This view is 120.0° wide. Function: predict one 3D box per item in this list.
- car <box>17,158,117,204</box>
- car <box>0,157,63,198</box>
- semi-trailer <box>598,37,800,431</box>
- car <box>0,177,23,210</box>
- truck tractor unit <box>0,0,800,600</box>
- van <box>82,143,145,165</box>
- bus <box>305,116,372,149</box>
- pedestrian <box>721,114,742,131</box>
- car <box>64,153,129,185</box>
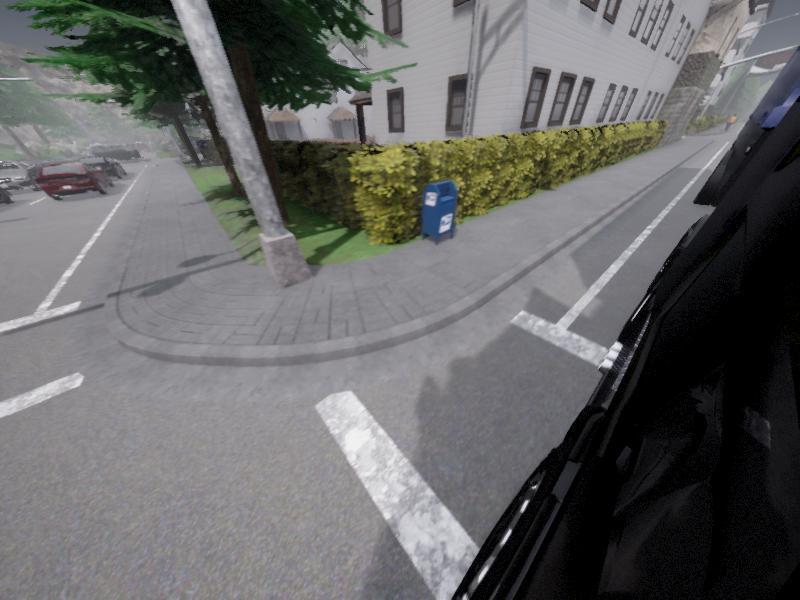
[{"bbox_3d":[-17.836,-6.716,12.746,1.882,1.535,5.008,-28,43,-30],"label":"car"},{"bbox_3d":[-24.050,-7.739,14.420,2.152,1.651,5.027,-28,44,-30],"label":"car"},{"bbox_3d":[8.665,-3.620,4.271,14.254,4.402,2.717,-28,44,-30],"label":"semi-trailer"},{"bbox_3d":[-19.414,-4.470,9.974,1.994,1.385,4.181,-27,43,-29],"label":"car"},{"bbox_3d":[2.645,-0.295,0.352,6.516,4.208,3.053,-28,44,-30],"label":"truck tractor unit"},{"bbox_3d":[-35.964,-18.490,29.224,4.442,1.987,1.775,-27,43,-30],"label":"van"},{"bbox_3d":[-10.604,-29.965,41.161,10.273,4.253,3.944,-27,43,-29],"label":"bus"},{"bbox_3d":[45.100,-24.189,31.474,0.751,1.860,0.751,24,44,31],"label":"pedestrian"},{"bbox_3d":[-22.550,-9.977,17.399,1.882,1.535,5.008,-28,43,-30],"label":"car"}]
